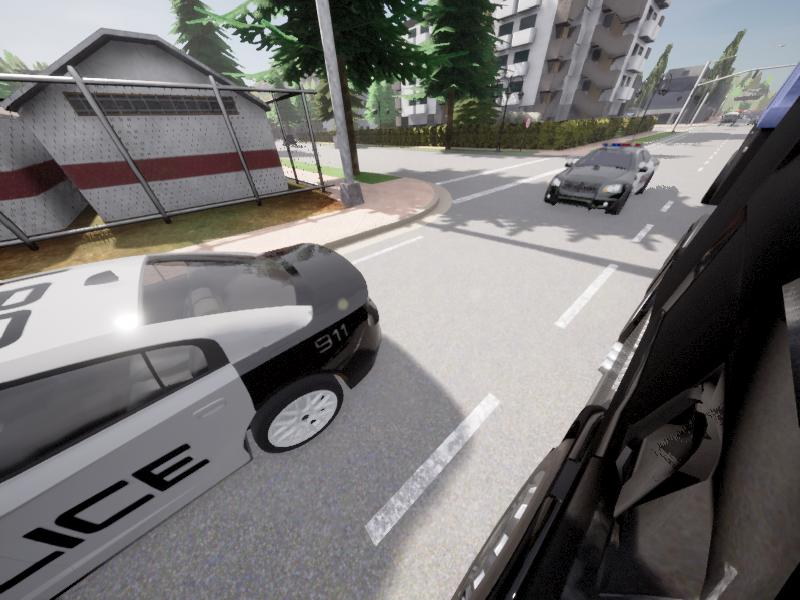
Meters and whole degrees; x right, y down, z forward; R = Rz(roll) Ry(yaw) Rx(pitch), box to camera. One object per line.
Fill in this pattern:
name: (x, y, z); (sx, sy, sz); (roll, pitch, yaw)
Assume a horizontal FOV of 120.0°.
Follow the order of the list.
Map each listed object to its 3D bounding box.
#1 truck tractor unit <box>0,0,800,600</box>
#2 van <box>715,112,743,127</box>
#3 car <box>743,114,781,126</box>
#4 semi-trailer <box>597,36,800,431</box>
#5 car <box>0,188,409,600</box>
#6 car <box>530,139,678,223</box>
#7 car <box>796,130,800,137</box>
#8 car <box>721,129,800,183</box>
truck tractor unit: (2.645, -0.295, 0.351); (6.516, 4.208, 3.053); (-28, 44, -30)
van: (59.433, -32.596, 41.756); (4.480, 2.038, 2.069); (-28, 44, -30)
car: (64.259, -31.992, 41.110); (2.163, 1.488, 4.792); (23, 44, 30)
semi-trailer: (8.729, -3.585, 4.194); (14.254, 4.402, 2.717); (-28, 43, -29)
car: (-2.546, 0.792, 1.375); (5.238, 1.638, 1.930); (-28, 44, -30)
car: (6.570, -4.048, 7.364); (4.974, 1.542, 2.038); (-29, 44, -31)
car: (39.551, -16.264, 21.564); (5.366, 1.575, 1.801); (-28, 44, -30)
car: (15.514, -6.061, 9.550); (3.806, 1.475, 1.970); (-28, 43, -30)
